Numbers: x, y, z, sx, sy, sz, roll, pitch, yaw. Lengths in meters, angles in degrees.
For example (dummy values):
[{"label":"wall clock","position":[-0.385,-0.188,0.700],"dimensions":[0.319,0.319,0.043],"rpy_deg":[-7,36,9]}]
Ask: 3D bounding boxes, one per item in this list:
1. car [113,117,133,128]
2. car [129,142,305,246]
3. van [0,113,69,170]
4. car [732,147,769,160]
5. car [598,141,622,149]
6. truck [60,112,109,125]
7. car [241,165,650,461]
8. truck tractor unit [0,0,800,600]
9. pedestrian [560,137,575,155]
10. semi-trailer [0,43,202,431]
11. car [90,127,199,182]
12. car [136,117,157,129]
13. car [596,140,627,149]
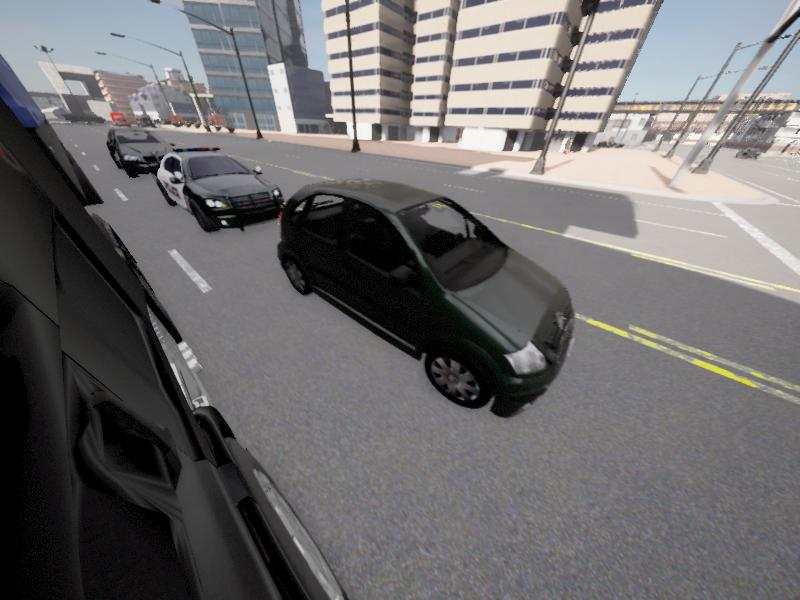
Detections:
[{"label":"car","position":[-56.835,-36.346,47.374],"dimensions":[3.988,1.617,1.851],"rpy_deg":[31,45,33]},{"label":"car","position":[-5.094,-3.237,6.370],"dimensions":[4.974,1.542,2.038],"rpy_deg":[28,44,30]},{"label":"van","position":[-18.689,-7.933,11.420],"dimensions":[4.442,1.987,1.775],"rpy_deg":[28,44,30]},{"label":"car","position":[59.360,-24.935,39.286],"dimensions":[2.128,1.511,4.902],"rpy_deg":[27,43,29]},{"label":"car","position":[49.967,-36.881,54.943],"dimensions":[3.806,1.475,1.970],"rpy_deg":[26,43,29]},{"label":"truck","position":[-72.647,-41.886,53.321],"dimensions":[2.390,2.098,6.274],"rpy_deg":[29,44,31]},{"label":"car","position":[0.070,-0.529,3.011],"dimensions":[3.988,1.617,1.851],"rpy_deg":[28,44,30]},{"label":"truck tractor unit","position":[-2.645,-0.295,0.351],"dimensions":[6.516,4.208,3.053],"rpy_deg":[28,44,30]},{"label":"pedestrian","position":[22.348,-20.492,30.770],"dimensions":[0.751,1.860,0.751],"rpy_deg":[-21,43,-28]},{"label":"semi-trailer","position":[-8.699,-3.604,4.229],"dimensions":[14.254,4.402,2.717],"rpy_deg":[28,44,30]},{"label":"car","position":[-11.856,-6.900,10.728],"dimensions":[4.611,1.667,2.242],"rpy_deg":[28,44,30]},{"label":"car","position":[-53.169,-37.235,48.497],"dimensions":[3.866,1.878,1.905],"rpy_deg":[29,44,30]},{"label":"car","position":[52.198,-38.535,57.077],"dimensions":[5.238,1.638,1.930],"rpy_deg":[26,43,29]}]
